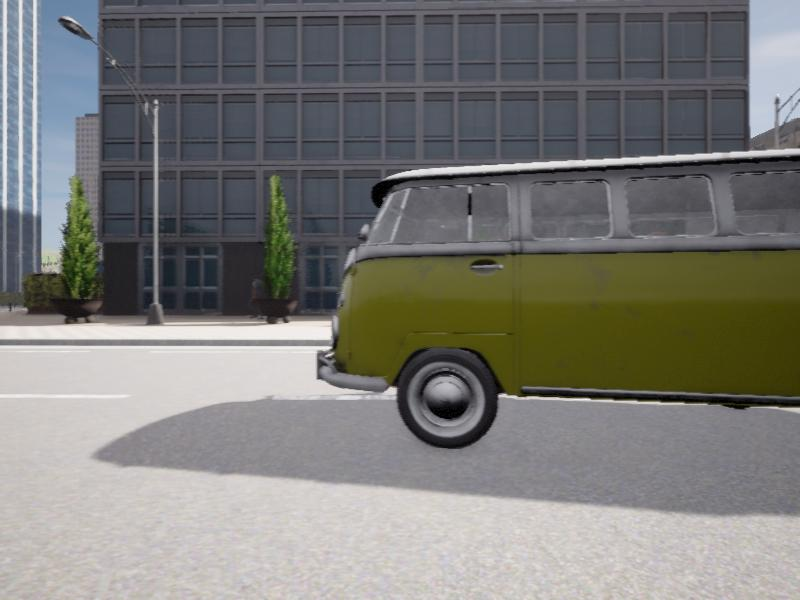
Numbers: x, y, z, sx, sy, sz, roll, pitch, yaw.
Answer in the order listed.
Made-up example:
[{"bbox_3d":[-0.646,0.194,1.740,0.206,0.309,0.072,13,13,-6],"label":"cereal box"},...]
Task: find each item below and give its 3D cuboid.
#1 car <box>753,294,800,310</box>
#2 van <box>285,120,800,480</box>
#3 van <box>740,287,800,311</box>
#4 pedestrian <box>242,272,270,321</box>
[{"bbox_3d":[38.034,0.170,39.532,1.882,1.535,5.008,0,0,1],"label":"car"},{"bbox_3d":[1.556,-0.001,3.220,4.442,1.987,1.775,0,0,10],"label":"van"},{"bbox_3d":[34.480,-0.081,37.165,2.069,2.038,4.480,0,0,1],"label":"van"},{"bbox_3d":[-5.603,-0.139,15.594,0.751,1.860,0.751,0,0,16],"label":"pedestrian"}]
